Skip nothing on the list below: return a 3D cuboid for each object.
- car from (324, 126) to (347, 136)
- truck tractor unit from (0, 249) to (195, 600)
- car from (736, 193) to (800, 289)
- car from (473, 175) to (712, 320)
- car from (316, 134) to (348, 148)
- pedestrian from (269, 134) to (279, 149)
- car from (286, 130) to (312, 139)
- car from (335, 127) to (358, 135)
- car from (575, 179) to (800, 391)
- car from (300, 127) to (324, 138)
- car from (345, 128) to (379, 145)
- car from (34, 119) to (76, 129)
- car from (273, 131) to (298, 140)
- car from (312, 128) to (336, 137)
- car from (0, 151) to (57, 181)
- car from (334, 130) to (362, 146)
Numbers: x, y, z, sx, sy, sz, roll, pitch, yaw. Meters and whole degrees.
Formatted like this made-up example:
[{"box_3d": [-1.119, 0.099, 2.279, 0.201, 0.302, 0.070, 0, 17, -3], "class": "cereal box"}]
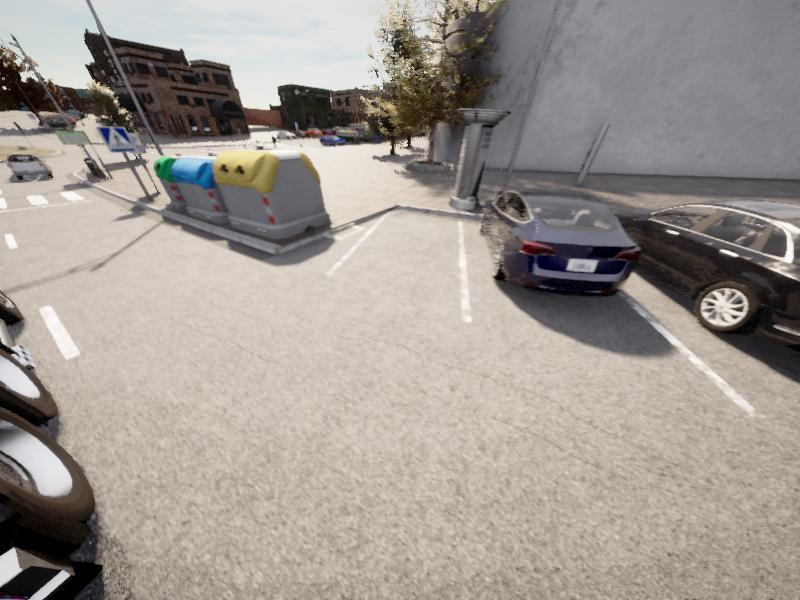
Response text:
[{"box_3d": [-15.083, -39.621, 54.142, 4.553, 1.767, 2.185, 18, 43, 22], "class": "car"}, {"box_3d": [-5.104, -0.299, 0.836, 6.516, 4.208, 3.053, 19, 39, 26], "class": "truck tractor unit"}, {"box_3d": [8.166, -0.058, 2.765, 2.002, 1.452, 4.674, 6, 34, 8], "class": "car"}, {"box_3d": [3.057, -1.736, 5.252, 2.163, 1.488, 4.792, 6, 34, 9], "class": "car"}, {"box_3d": [-11.503, -27.091, 39.243, 5.008, 1.535, 2.097, 21, 44, 23], "class": "car"}, {"box_3d": [-19.553, -24.614, 35.813, 0.751, 1.860, 0.751, -24, 45, -32], "class": "pedestrian"}, {"box_3d": [-21.704, -35.714, 49.766, 4.792, 1.488, 2.163, 18, 43, 22], "class": "car"}, {"box_3d": [-12.900, -40.801, 55.731, 5.008, 1.535, 2.097, 18, 43, 22], "class": "car"}, {"box_3d": [5.596, -0.907, 3.960, 2.231, 1.521, 4.892, 6, 34, 9], "class": "car"}, {"box_3d": [-19.501, -37.094, 51.157, 4.553, 1.767, 2.185, 18, 43, 22], "class": "car"}, {"box_3d": [-6.906, -29.760, 42.000, 5.566, 2.045, 2.435, 21, 45, 23], "class": "car"}, {"box_3d": [-76.292, -38.961, 51.209, 2.231, 1.521, 4.892, 33, 45, 31], "class": "car"}, {"box_3d": [-23.938, -34.448, 48.288, 4.674, 1.452, 2.002, 18, 43, 22], "class": "car"}, {"box_3d": [-17.342, -38.256, 52.772, 4.792, 1.488, 2.163, 18, 43, 22], "class": "car"}, {"box_3d": [-28.622, -10.431, 17.864, 3.633, 1.501, 1.845, 29, 43, 31], "class": "car"}, {"box_3d": [-9.088, -28.460, 40.508, 4.442, 1.987, 1.878, 21, 44, 23], "class": "car"}]
